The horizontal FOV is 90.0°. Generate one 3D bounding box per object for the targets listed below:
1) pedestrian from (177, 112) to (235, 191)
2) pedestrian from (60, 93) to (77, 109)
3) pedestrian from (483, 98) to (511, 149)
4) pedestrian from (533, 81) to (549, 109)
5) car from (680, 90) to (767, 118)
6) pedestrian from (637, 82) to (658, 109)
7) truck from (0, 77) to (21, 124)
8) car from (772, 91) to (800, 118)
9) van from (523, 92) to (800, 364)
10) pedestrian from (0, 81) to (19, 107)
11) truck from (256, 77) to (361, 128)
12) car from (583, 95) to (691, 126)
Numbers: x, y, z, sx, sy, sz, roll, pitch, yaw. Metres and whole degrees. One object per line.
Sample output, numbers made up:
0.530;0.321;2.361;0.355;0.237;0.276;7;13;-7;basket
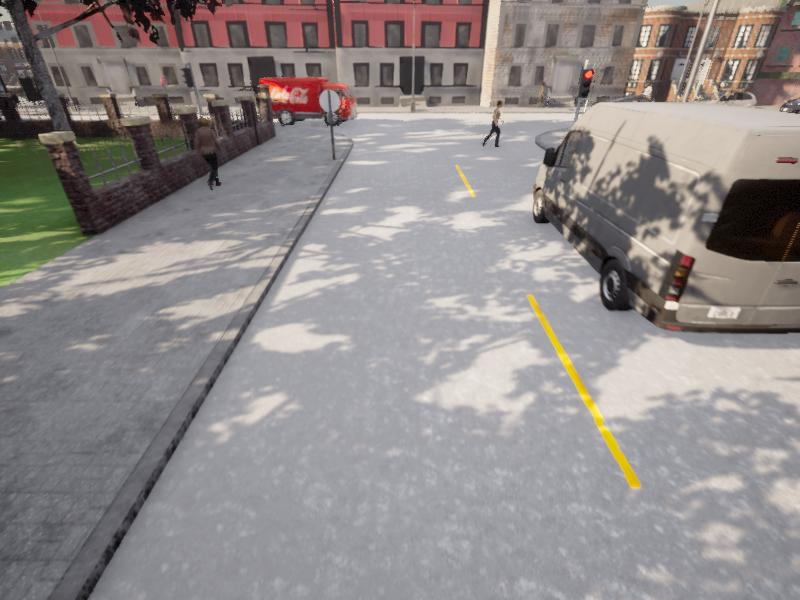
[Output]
-5.087;-3.932;10.630;0.751;1.860;0.751;2;30;3;pedestrian
-26.016;-15.632;31.384;0.500;1.100;0.500;-1;30;-1;pedestrian
3.996;-7.291;16.579;0.751;1.860;0.751;0;30;0;pedestrian
11.146;-16.184;31.581;0.751;1.860;0.751;3;30;4;pedestrian
21.978;-13.422;27.366;3.988;1.617;1.851;0;30;0;car
19.240;-15.920;31.130;0.751;1.860;0.751;4;31;6;pedestrian
-26.772;-11.814;23.752;5.204;2.467;2.627;0;30;0;truck
28.337;-13.375;27.361;3.633;1.501;1.845;0;30;0;car
3.985;-1.852;6.655;1.988;2.561;5.915;0;30;1;van
-33.250;-17.396;33.743;0.751;1.860;0.751;11;32;18;pedestrian
-5.180;-11.624;23.434;5.204;2.467;2.627;4;30;7;truck
14.025;-11.372;23.927;5.008;1.535;1.882;0;30;0;car
